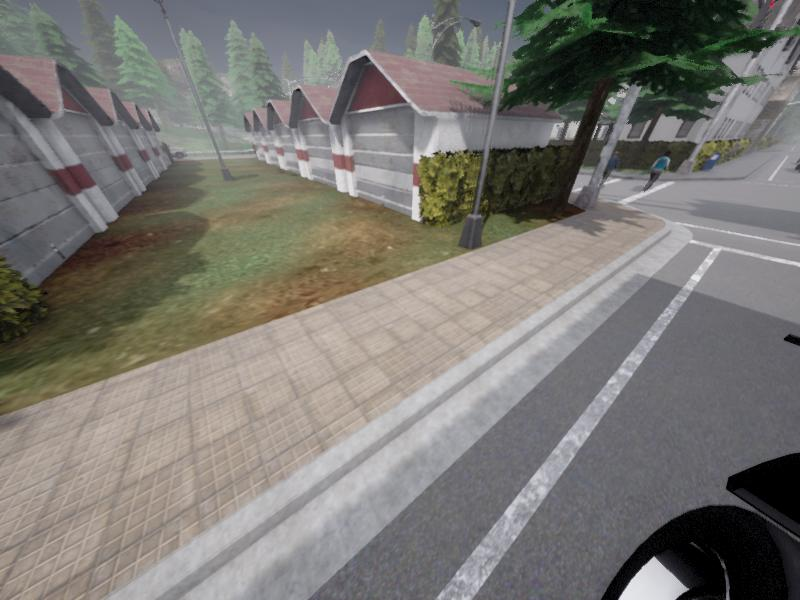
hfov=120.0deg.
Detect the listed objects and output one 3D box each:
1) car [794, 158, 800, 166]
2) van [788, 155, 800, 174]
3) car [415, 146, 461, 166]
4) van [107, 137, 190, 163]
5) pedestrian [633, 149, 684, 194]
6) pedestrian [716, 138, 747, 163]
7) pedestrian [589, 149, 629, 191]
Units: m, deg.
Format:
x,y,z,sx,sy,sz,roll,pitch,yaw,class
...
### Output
x,y,z,sx,sy,sz,roll,pitch,yaw,class
38.131,-12.997,20.896,4.181,1.385,1.994,-22,41,-28,car
30.700,-10.262,16.486,4.480,2.038,2.069,-26,43,-31,van
4.000,-15.744,25.104,1.882,1.535,5.008,-22,41,-28,car
-30.717,-18.657,28.566,6.366,2.431,2.351,-29,44,-34,van
12.754,-6.382,11.458,0.751,1.860,0.751,-18,39,-23,pedestrian
29.860,-13.432,20.816,0.751,1.860,0.751,-23,41,-28,pedestrian
11.164,-6.989,12.391,0.751,1.860,0.751,-22,41,-28,pedestrian
